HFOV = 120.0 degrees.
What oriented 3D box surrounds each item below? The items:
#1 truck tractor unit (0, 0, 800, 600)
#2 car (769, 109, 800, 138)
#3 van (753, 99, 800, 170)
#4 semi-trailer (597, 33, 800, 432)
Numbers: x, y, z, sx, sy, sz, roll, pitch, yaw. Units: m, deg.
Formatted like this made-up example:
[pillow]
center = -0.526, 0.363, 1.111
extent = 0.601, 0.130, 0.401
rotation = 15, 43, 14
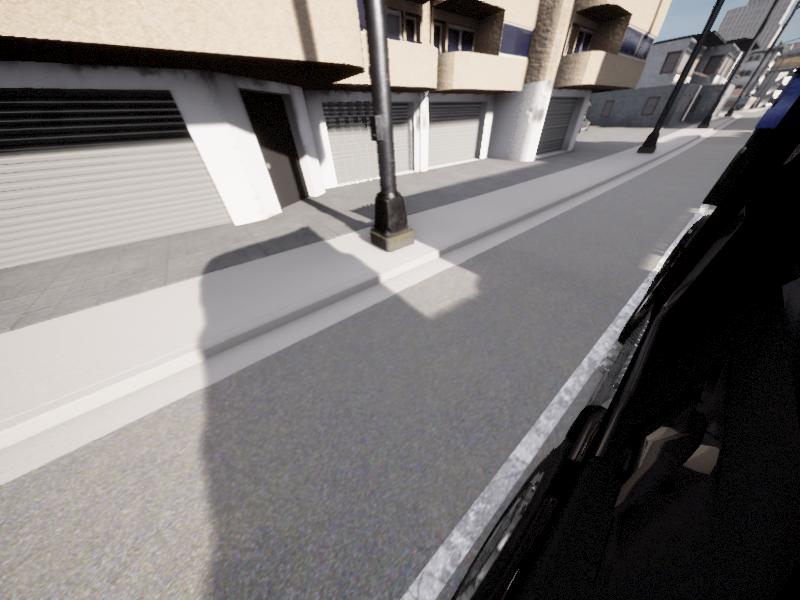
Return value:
[truck tractor unit]
center = 2.645, -0.295, 0.351
extent = 6.516, 4.208, 3.053
rotation = -28, 44, -30
[car]
center = 30.082, -13.232, 17.226
extent = 4.902, 1.511, 2.128
rotation = -29, 44, -27
[van]
center = 19.273, -7.794, 10.545
extent = 6.366, 2.431, 2.351
rotation = -28, 43, -28
[semi-trailer]
center = 8.752, -3.575, 4.163
extent = 14.254, 4.402, 2.717
rotation = -28, 43, -29
